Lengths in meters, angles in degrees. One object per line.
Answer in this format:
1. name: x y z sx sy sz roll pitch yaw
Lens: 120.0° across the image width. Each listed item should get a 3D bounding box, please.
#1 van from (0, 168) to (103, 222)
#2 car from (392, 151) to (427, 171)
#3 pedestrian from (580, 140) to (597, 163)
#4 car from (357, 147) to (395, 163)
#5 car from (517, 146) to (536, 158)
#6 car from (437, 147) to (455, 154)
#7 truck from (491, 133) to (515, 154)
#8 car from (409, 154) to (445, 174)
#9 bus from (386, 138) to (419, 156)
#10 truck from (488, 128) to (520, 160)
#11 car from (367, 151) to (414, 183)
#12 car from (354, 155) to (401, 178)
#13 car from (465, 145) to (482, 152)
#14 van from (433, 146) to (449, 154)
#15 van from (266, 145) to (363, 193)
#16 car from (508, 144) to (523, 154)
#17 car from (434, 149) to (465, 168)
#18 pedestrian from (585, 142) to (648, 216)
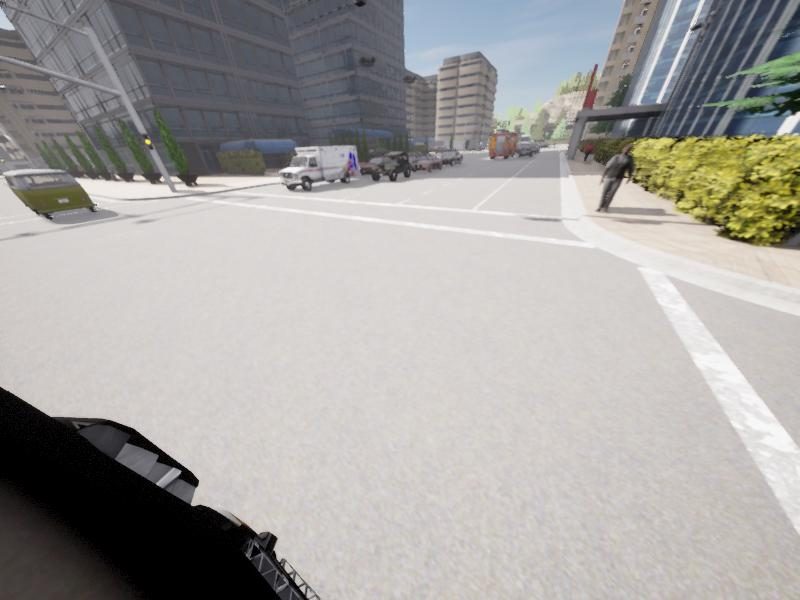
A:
1. van: -17.418 -5.323 11.451 4.442 1.987 1.775 16 38 26
2. car: 1.227 -16.392 27.143 2.242 1.667 4.611 16 38 26
3. pedestrian: 18.385 -14.509 22.586 0.751 1.860 0.751 18 39 28
4. car: -4.186 -25.970 41.372 6.274 2.098 2.390 -19 37 -24
5. car: 20.766 -24.314 37.879 2.128 1.511 4.902 16 38 25
6. car: 14.053 -45.865 70.969 4.792 1.488 2.163 16 38 26
7. truck: 24.410 -36.984 54.678 2.891 3.827 8.468 18 39 28
8. car: 2.767 -13.874 23.504 1.994 1.385 4.181 17 38 26
9. bus: 0.844 -50.844 76.943 10.273 4.253 3.944 15 37 27
10. truck: 17.133 -25.574 37.943 2.891 3.827 8.468 16 38 25
11. car: -0.629 -10.679 18.442 1.905 1.878 3.866 16 37 25
12. car: -2.000 -13.065 22.467 1.882 1.535 5.008 16 38 25
13. car: 24.187 -49.883 76.177 5.238 1.638 1.930 9 36 17
14. van: 13.212 -48.542 74.618 4.442 1.987 1.775 16 38 26
15. van: -5.721 -9.681 16.808 2.351 2.431 6.366 15 38 25
16. car: 25.153 -32.818 50.167 2.097 1.767 4.553 16 38 25
17. car: 6.176 -17.460 28.436 1.930 1.638 5.238 15 38 25
18. pedestrian: 6.503 -3.647 7.008 0.751 1.860 0.751 25 42 35
